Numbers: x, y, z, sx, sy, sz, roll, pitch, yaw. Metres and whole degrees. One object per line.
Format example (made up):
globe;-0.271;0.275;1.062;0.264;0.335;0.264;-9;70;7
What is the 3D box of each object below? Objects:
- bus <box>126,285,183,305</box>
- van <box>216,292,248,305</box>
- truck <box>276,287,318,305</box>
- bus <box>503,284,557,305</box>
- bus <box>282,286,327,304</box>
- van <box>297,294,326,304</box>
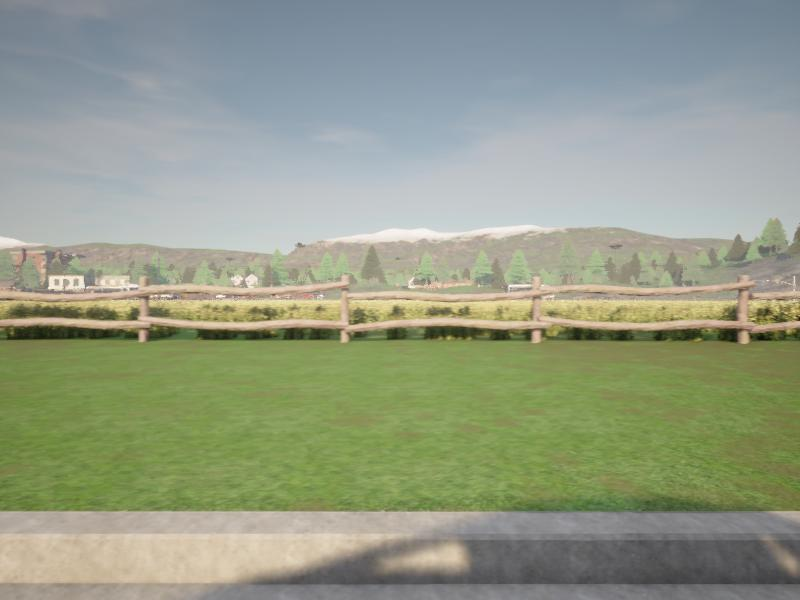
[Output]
bus;-53.940;-1.154;88.097;10.273;4.253;3.944;0;0;0
van;-35.532;-0.309;84.554;5.915;2.561;1.988;0;0;0
truck;-22.672;-0.931;88.111;8.468;3.827;2.891;0;0;0
bus;27.422;-1.131;84.961;10.273;4.253;3.944;0;0;0
bus;-23.408;-1.145;98.734;10.273;4.253;3.944;0;0;0
van;-21.071;-0.233;95.121;6.366;2.431;2.351;0;0;0
